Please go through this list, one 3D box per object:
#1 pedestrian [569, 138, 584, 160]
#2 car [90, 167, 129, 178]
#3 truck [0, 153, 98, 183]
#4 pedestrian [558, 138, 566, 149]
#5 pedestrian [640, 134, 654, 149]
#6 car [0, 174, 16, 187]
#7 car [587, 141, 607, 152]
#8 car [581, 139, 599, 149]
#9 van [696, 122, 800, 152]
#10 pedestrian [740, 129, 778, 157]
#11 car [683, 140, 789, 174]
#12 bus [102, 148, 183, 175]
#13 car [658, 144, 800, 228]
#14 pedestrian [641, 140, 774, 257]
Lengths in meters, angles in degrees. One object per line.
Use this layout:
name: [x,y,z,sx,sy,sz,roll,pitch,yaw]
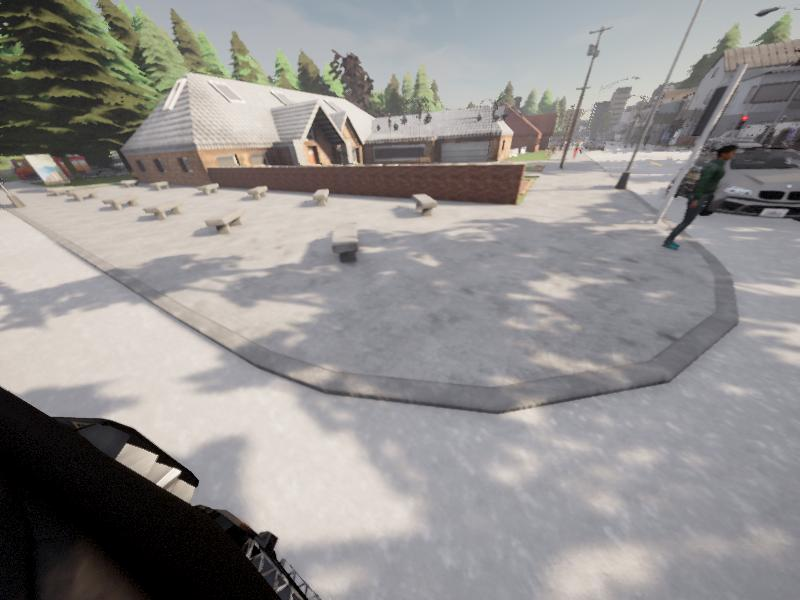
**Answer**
pedestrian: [18.350,-15.664,24.046,0.751,1.860,0.751,17,39,27]
car: [-55.149,-24.298,43.897,1.994,1.385,4.181,16,38,26]
truck: [-61.488,-23.463,40.950,2.891,3.827,8.468,16,38,26]
pedestrian: [34.715,-33.495,49.466,0.751,1.860,0.751,21,41,32]
pedestrian: [38.011,-24.393,35.587,0.751,1.860,0.751,23,41,33]
car: [-60.627,-17.168,33.546,1.837,1.490,4.892,-5,34,-3]
car: [33.363,-26.166,39.265,1.994,1.385,4.181,16,38,26]
car: [40.132,-33.000,48.866,2.163,1.488,4.792,16,38,26]
van: [39.823,-18.636,26.508,6.366,2.431,2.351,16,38,26]
pedestrian: [29.823,-13.058,19.228,0.751,1.860,0.751,16,38,26]
car: [20.487,-9.050,14.486,1.882,1.535,5.008,16,38,26]
bus: [-54.986,-30.042,49.906,3.944,4.253,10.273,16,38,26]
car: [10.744,-3.792,7.263,2.242,1.667,4.611,16,38,26]
pedestrian: [5.702,-1.905,4.418,0.751,1.860,0.751,-26,40,-30]
